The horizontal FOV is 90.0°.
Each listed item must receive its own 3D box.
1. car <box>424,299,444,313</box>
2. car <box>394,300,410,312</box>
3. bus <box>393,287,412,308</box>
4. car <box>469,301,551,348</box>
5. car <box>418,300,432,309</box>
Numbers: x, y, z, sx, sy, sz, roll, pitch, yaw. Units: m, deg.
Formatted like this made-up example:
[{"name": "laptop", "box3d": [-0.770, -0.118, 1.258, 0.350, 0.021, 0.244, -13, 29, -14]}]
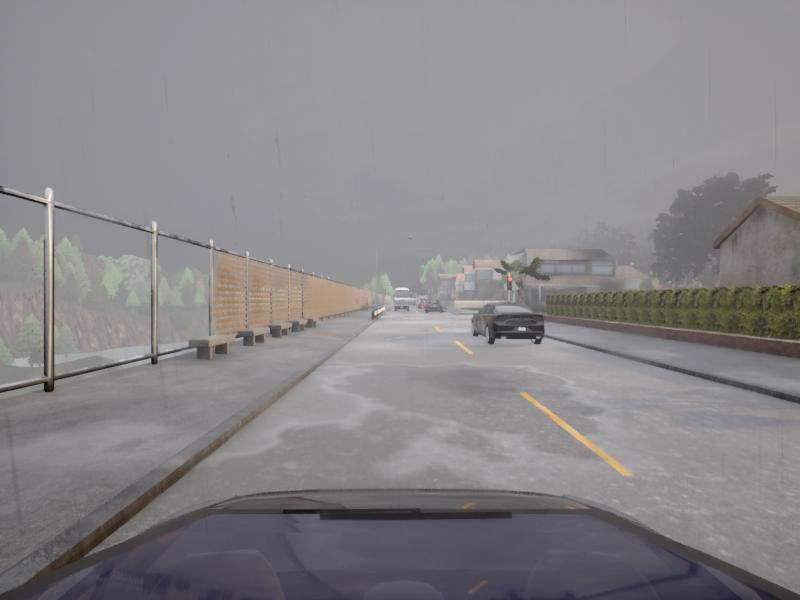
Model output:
[{"name": "car", "box3d": [4.261, 0.756, 50.778, 2.242, 1.667, 4.611, 0, 0, 0]}, {"name": "car", "box3d": [0.314, 0.781, 57.989, 2.152, 1.651, 5.027, 0, 0, 2]}, {"name": "bus", "box3d": [0.571, -0.539, 87.870, 3.944, 4.253, 10.273, 0, 0, 0]}, {"name": "car", "box3d": [4.085, 0.823, 15.817, 1.882, 1.535, 5.008, 0, 0, 0]}, {"name": "car", "box3d": [4.360, 0.771, 70.301, 2.242, 1.667, 4.611, 0, 0, 0]}]
